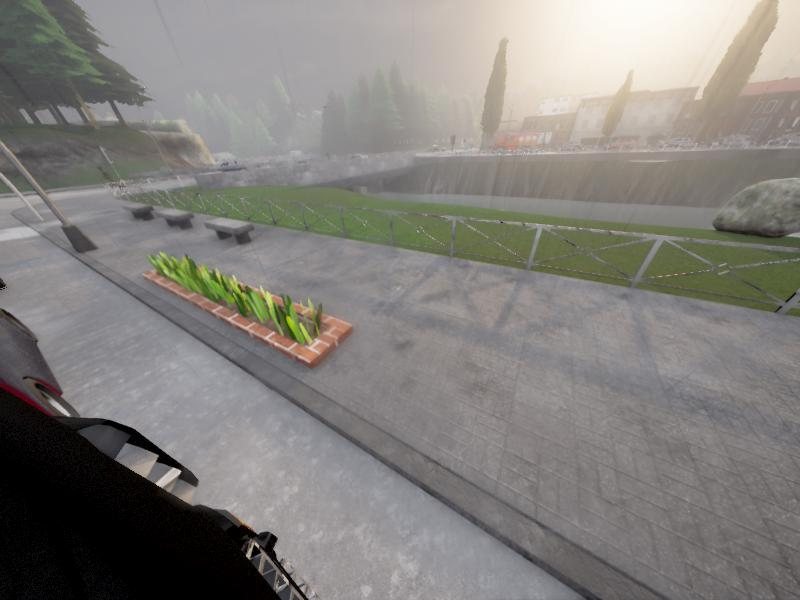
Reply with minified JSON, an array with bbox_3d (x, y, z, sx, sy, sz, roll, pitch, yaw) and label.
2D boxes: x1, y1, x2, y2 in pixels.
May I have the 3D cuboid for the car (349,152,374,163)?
[{"bbox_3d":[-7.234,-27.115,43.853,2.038,1.542,4.974,16,38,26],"label":"car"}]

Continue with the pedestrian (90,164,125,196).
[{"bbox_3d":[-20.430,-8.417,16.185,0.751,1.860,0.751,25,43,35],"label":"pedestrian"}]

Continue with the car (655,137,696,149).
[{"bbox_3d":[46.550,-26.650,39.176,3.806,1.475,1.970,16,38,26],"label":"car"}]

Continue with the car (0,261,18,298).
[{"bbox_3d":[-10.129,-0.833,4.608,4.193,1.474,1.816,16,38,26],"label":"car"}]

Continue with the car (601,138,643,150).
[{"bbox_3d":[40.364,-28.478,42.256,5.027,1.651,2.152,16,38,26],"label":"car"}]

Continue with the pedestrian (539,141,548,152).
[{"bbox_3d":[28.346,-30.243,45.550,0.751,1.860,0.751,-8,34,-8],"label":"pedestrian"}]

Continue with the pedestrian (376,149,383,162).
[{"bbox_3d":[-3.609,-25.106,40.032,0.751,1.860,0.751,18,39,28],"label":"pedestrian"}]

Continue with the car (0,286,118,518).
[{"bbox_3d":[-4.699,0.675,1.885,3.633,1.501,1.845,16,38,26],"label":"car"}]

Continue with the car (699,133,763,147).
[{"bbox_3d":[51.915,-25.189,36.430,5.238,1.638,1.930,16,38,26],"label":"car"}]

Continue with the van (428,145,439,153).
[{"bbox_3d":[11.139,-50.016,76.451,2.069,2.038,4.480,16,38,26],"label":"van"}]

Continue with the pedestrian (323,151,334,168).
[{"bbox_3d":[-9.669,-19.029,31.348,0.751,1.860,0.751,16,38,26],"label":"pedestrian"}]

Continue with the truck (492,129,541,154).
[{"bbox_3d":[24.754,-33.838,49.496,8.468,3.827,2.891,16,38,26],"label":"truck"}]

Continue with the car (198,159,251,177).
[{"bbox_3d":[-22.137,-16.797,29.330,2.242,1.667,4.611,16,38,26],"label":"car"}]

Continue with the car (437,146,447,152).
[{"bbox_3d":[14.965,-53.563,82.022,2.007,1.525,4.514,16,38,26],"label":"car"}]

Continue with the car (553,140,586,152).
[{"bbox_3d":[33.460,-30.453,45.738,4.856,1.649,2.033,16,38,26],"label":"car"}]
